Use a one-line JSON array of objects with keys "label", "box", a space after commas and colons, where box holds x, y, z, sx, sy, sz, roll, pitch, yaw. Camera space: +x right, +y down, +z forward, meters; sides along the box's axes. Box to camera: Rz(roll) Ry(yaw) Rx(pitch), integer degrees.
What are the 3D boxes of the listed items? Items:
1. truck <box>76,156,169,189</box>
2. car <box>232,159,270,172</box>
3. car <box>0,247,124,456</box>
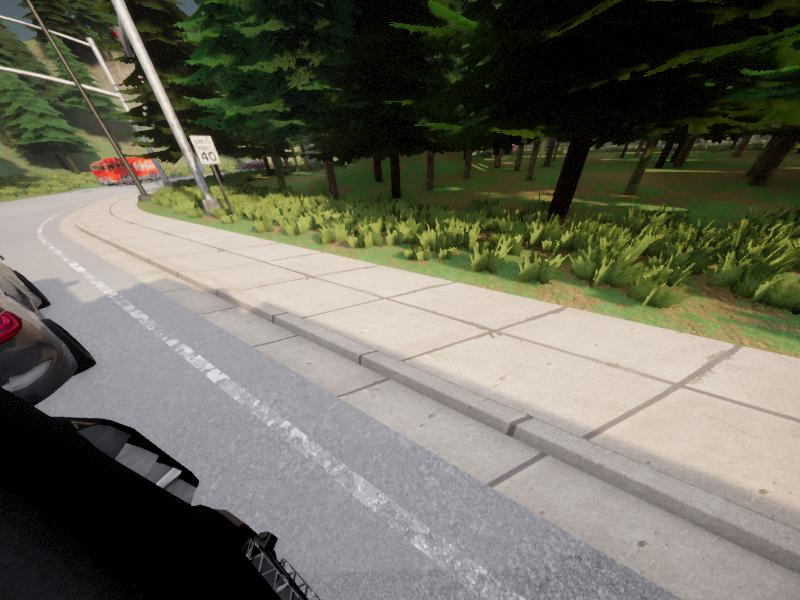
[{"label": "truck", "box": [-28.168, -13.315, 23.890, 2.627, 2.467, 5.204, -1, 34, 3]}, {"label": "car", "box": [-23.532, -21.485, 36.759, 1.812, 1.442, 4.674, 14, 37, 24]}, {"label": "car", "box": [-5.788, 0.288, 2.438, 4.611, 1.667, 2.242, 16, 38, 26]}]
